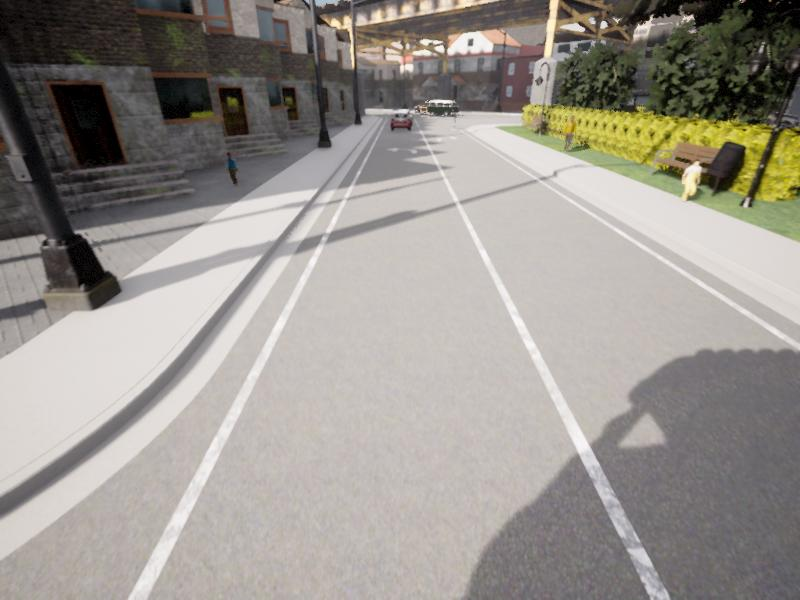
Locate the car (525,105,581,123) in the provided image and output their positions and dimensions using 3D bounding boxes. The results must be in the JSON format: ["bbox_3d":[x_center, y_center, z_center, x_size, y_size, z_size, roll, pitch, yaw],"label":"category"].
[{"bbox_3d":[16.641,-20.381,43.754,1.801,1.575,5.366,-25,36,-38],"label":"car"}]

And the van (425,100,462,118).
[{"bbox_3d":[5.788,-25.607,53.514,2.069,2.038,4.480,-25,36,-38],"label":"van"}]

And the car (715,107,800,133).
[{"bbox_3d":[29.113,-14.650,32.443,2.152,1.651,5.027,-25,36,-39],"label":"car"}]

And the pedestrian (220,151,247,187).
[{"bbox_3d":[-5.657,-4.458,13.627,0.500,1.100,0.500,1,27,3],"label":"pedestrian"}]

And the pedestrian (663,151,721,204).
[{"bbox_3d":[8.144,-3.427,11.214,0.751,1.300,0.751,2,28,5],"label":"pedestrian"}]

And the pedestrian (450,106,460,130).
[{"bbox_3d":[4.848,-16.098,35.375,0.751,1.860,0.751,6,28,12],"label":"pedestrian"}]

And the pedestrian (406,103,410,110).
[{"bbox_3d":[1.383,-34.447,71.254,0.500,1.100,0.500,-21,34,-34],"label":"pedestrian"}]

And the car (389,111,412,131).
[{"bbox_3d":[0.114,-16.214,36.154,1.970,1.475,3.806,0,27,2],"label":"car"}]

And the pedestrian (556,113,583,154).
[{"bbox_3d":[8.567,-8.438,20.244,0.751,1.860,0.751,0,27,1],"label":"pedestrian"}]

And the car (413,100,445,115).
[{"bbox_3d":[4.305,-28.518,59.322,1.932,1.855,4.605,-25,36,-38],"label":"car"}]

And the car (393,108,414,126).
[{"bbox_3d":[0.382,-18.903,41.325,1.970,1.475,3.806,0,27,1],"label":"car"}]
